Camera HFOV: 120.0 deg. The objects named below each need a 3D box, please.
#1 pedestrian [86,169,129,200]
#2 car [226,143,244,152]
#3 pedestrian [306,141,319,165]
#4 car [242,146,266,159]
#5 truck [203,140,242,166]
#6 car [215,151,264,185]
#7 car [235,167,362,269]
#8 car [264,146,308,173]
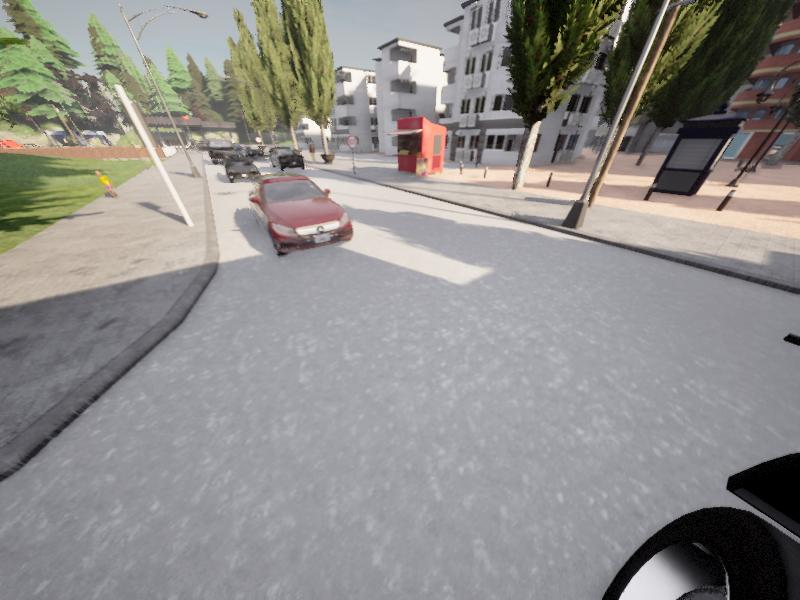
[{"bbox_3d":[-12.311,-4.882,9.757,0.500,1.100,0.500,-9,36,-13],"label":"pedestrian"},{"bbox_3d":[-34.072,-31.540,47.710,2.033,1.411,5.357,-25,42,-30],"label":"car"},{"bbox_3d":[-8.347,-14.009,22.009,0.751,1.860,0.751,-11,37,-15],"label":"pedestrian"},{"bbox_3d":[-20.394,-20.561,32.113,1.895,1.301,4.718,-22,41,-28],"label":"car"},{"bbox_3d":[-19.032,-15.800,24.653,2.390,2.098,6.274,-22,41,-28],"label":"truck"},{"bbox_3d":[-10.418,-8.601,14.913,1.816,1.474,4.193,-22,41,-28],"label":"car"},{"bbox_3d":[-3.030,-2.644,6.430,1.812,1.442,4.674,-22,41,-28],"label":"car"},{"bbox_3d":[-9.947,-12.283,19.987,1.930,1.638,5.238,-23,41,-28],"label":"car"}]
